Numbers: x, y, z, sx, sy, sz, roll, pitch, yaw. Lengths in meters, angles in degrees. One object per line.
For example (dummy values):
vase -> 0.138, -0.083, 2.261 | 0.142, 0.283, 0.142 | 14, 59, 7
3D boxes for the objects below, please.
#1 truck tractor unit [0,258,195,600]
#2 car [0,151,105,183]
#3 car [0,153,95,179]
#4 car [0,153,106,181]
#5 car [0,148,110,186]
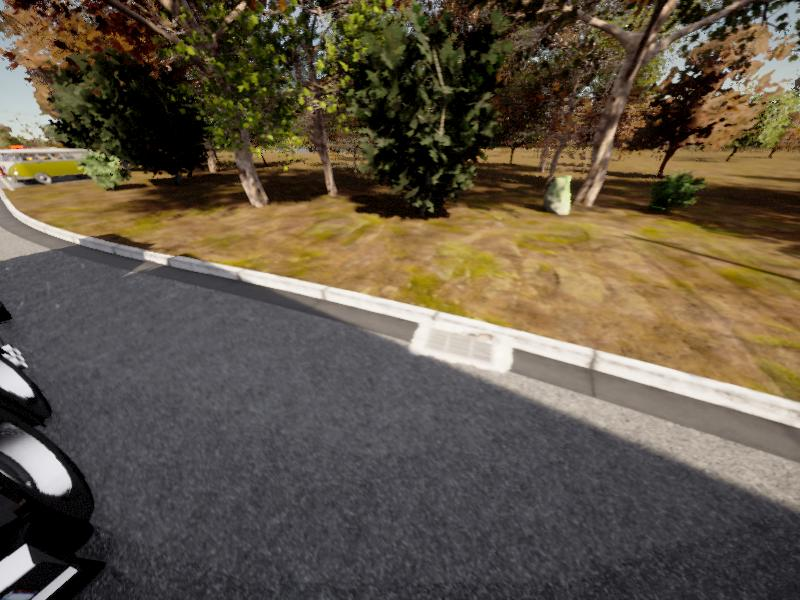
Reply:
truck tractor unit -> -5.083, -0.331, 0.787 | 6.516, 4.208, 3.053 | 19, 39, 24
car -> -27.212, -10.440, 17.961 | 2.185, 1.767, 4.553 | 8, 35, 13
car -> -32.111, -12.114, 20.725 | 1.946, 1.575, 5.366 | 8, 35, 13
car -> -29.592, -11.384, 19.607 | 1.946, 1.575, 5.366 | 8, 35, 13
car -> -24.781, -9.560, 16.447 | 1.878, 1.987, 4.442 | 8, 35, 12
